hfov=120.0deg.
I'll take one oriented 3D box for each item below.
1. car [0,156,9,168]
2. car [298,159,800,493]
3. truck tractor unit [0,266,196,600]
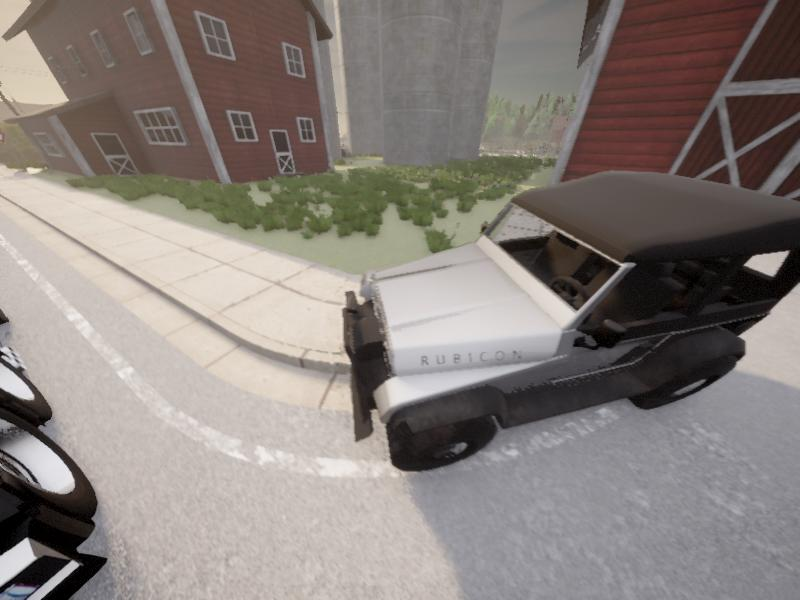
[{"bbox_3d":[-38.580,-12.165,19.987,2.038,1.542,4.974,-8,35,-14],"label":"car"},{"bbox_3d":[1.397,-0.046,2.274,3.866,1.878,1.905,-8,41,-10],"label":"car"},{"bbox_3d":[-5.110,-0.301,0.787,6.516,4.208,3.053,18,38,24],"label":"truck tractor unit"}]
